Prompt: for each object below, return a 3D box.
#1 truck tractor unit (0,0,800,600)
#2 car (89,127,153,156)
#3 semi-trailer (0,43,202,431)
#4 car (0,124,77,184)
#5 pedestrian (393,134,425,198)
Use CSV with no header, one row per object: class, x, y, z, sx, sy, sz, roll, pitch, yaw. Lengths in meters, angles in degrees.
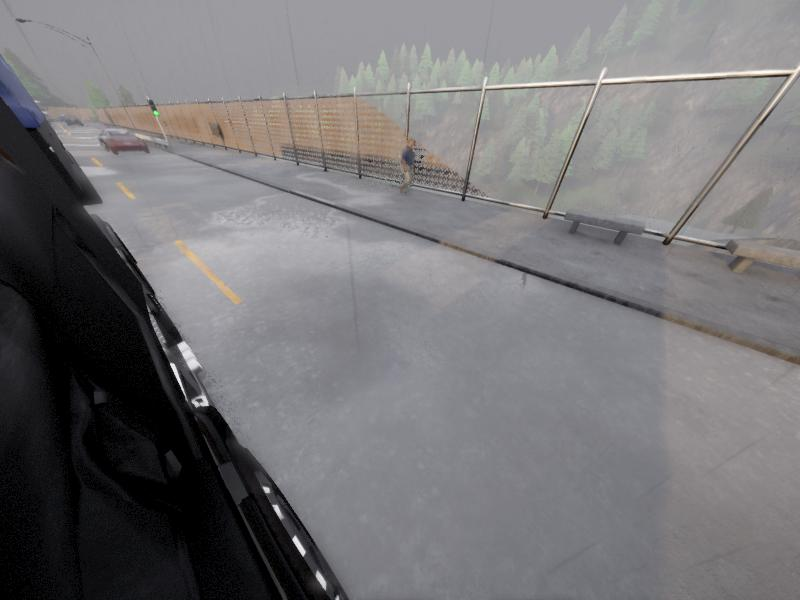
truck tractor unit,-2.645,-0.295,0.351,6.516,4.208,3.053,28,44,30
car,-19.857,-11.355,16.451,4.181,1.385,1.994,27,43,28
semi-trailer,-8.698,-3.605,4.228,14.254,4.402,2.717,28,44,30
car,-16.096,-6.403,9.854,5.238,1.638,1.930,28,44,30
pedestrian,0.277,-4.820,8.334,0.751,1.860,0.751,26,43,28
